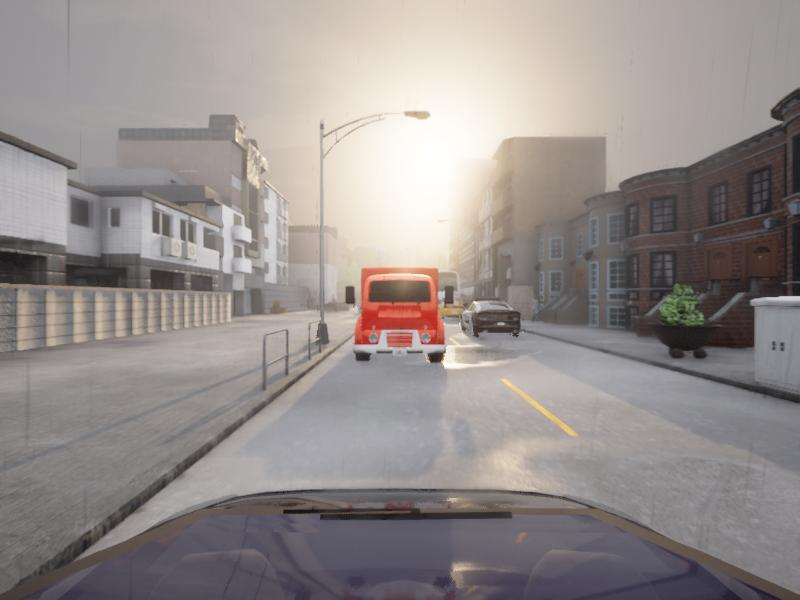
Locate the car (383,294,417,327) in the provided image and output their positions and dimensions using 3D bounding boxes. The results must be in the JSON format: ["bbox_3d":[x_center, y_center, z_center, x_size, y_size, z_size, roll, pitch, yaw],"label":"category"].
[{"bbox_3d":[-0.026,0.597,24.290,1.905,1.878,3.866,0,0,0],"label":"car"}]

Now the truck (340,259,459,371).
[{"bbox_3d":[-0.013,0.339,11.420,2.627,2.467,5.204,0,0,0],"label":"truck"}]

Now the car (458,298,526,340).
[{"bbox_3d":[3.980,0.733,18.331,1.930,1.638,5.238,0,0,0],"label":"car"}]

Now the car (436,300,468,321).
[{"bbox_3d":[3.967,0.760,31.372,1.882,1.535,5.008,0,0,0],"label":"car"}]

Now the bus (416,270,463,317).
[{"bbox_3d":[3.837,-0.617,41.902,3.944,4.253,10.273,0,0,0],"label":"bus"}]

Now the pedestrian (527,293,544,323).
[{"bbox_3d":[8.350,0.483,24.699,0.751,1.860,0.751,0,0,0],"label":"pedestrian"}]
